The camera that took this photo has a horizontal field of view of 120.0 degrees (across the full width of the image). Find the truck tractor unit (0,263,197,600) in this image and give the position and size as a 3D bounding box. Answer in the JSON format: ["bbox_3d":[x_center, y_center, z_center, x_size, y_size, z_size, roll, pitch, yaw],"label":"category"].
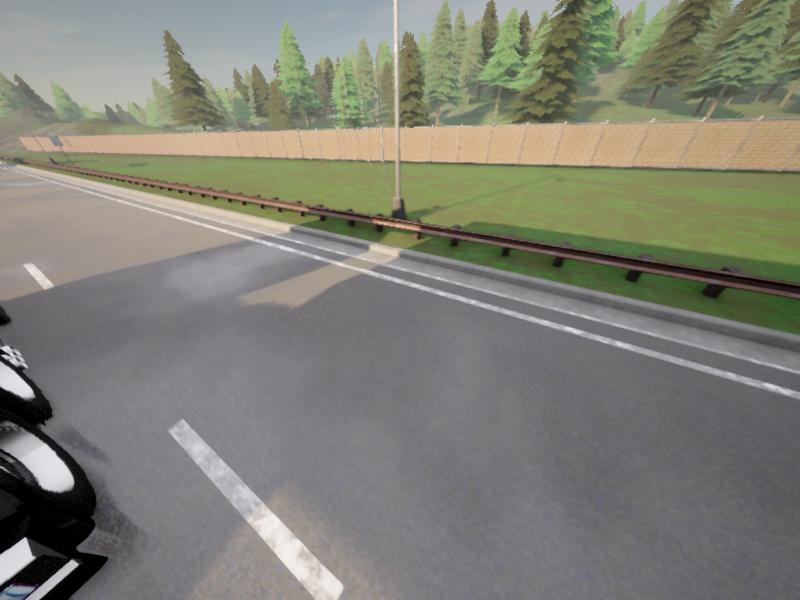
[{"bbox_3d":[-5.113,-0.297,0.786,6.516,4.208,3.053,18,39,24],"label":"truck tractor unit"}]
